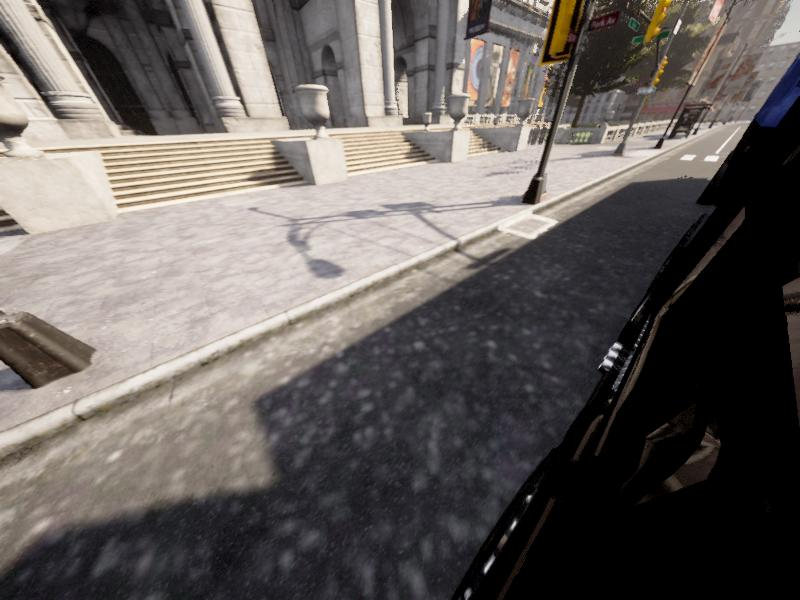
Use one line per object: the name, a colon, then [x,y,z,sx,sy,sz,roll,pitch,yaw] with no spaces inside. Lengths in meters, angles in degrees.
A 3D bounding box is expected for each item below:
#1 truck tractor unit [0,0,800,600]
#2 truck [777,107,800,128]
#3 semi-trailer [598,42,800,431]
truck tractor unit: [2.645,-0.295,0.351,6.516,4.208,3.053,-28,44,-30]
truck: [61.904,-28.396,35.805,5.204,2.467,2.627,-28,44,-30]
semi-trailer: [8.699,-3.596,4.239,14.254,4.402,2.717,-28,44,-30]
